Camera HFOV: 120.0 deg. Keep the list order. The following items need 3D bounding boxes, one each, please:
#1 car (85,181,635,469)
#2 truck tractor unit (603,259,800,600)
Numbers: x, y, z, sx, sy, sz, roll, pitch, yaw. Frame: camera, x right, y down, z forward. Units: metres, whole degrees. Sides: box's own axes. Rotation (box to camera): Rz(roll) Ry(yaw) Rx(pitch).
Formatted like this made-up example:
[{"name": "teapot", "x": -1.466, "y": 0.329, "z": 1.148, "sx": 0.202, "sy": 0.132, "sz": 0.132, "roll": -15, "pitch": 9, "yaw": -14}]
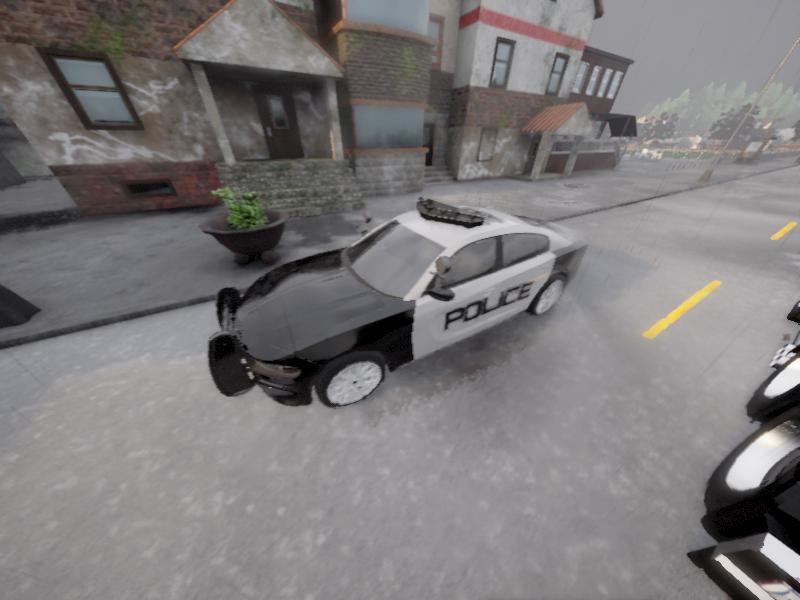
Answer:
[{"name": "car", "x": 0.426, "y": -0.455, "z": 3.229, "sx": 5.238, "sy": 1.638, "sz": 1.930, "roll": -18, "pitch": 39, "yaw": -24}, {"name": "truck tractor unit", "x": 5.103, "y": -0.307, "z": 0.792, "sx": 6.516, "sy": 4.208, "sz": 3.053, "roll": -19, "pitch": 39, "yaw": -24}]
